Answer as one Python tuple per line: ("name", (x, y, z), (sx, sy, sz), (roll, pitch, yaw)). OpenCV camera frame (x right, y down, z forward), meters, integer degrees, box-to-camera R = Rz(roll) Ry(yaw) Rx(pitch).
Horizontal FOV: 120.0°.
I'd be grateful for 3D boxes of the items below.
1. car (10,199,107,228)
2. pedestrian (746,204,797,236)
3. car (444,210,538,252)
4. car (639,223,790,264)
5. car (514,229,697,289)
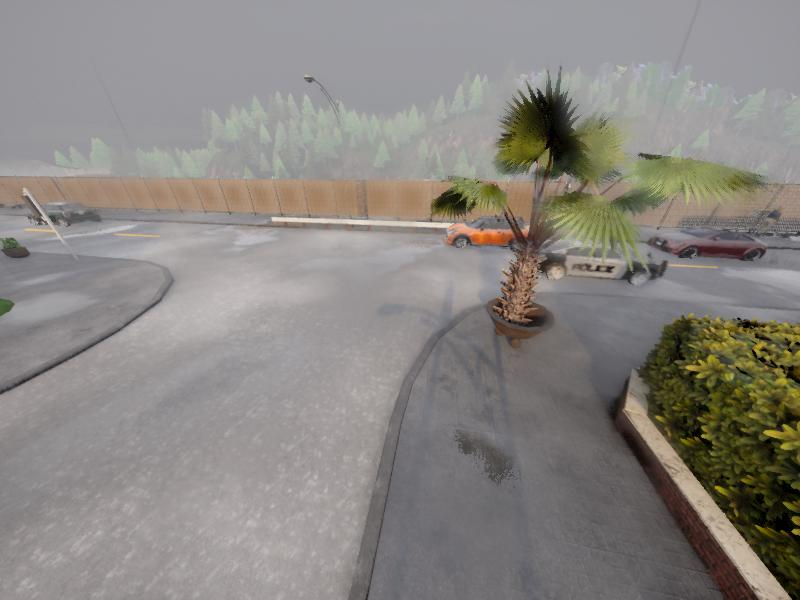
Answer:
("car", (-27.295, -7.038, 18.608), (4.553, 1.767, 2.097), (5, 30, 9))
("pedestrian", (24.188, -5.202, 15.105), (0.751, 1.860, 0.751), (5, 30, 9))
("car", (4.996, -4.075, 13.475), (4.553, 1.767, 2.097), (4, 30, 6))
("car", (16.006, -3.042, 12.114), (4.181, 1.385, 1.994), (5, 30, 9))
("car", (8.037, -1.833, 9.746), (5.238, 1.638, 1.930), (5, 30, 9))
